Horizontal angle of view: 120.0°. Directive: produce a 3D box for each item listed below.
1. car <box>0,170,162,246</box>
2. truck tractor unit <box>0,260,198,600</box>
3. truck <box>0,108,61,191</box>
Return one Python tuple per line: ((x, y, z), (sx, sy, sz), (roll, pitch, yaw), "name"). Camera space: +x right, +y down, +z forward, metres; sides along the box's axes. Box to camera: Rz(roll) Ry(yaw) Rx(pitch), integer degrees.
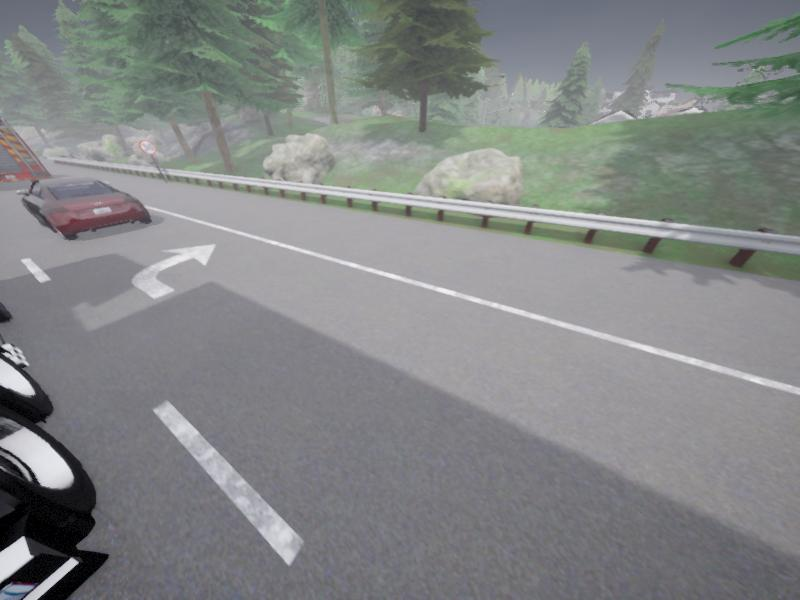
((-10.061, -3.100, 7.279), (4.181, 1.385, 1.994), (18, 40, 25), "car")
((-5.118, -0.293, 0.780), (6.516, 4.208, 3.053), (18, 40, 24), "truck tractor unit")
((-25.377, -9.125, 13.898), (8.468, 3.827, 2.891), (18, 40, 24), "truck")
